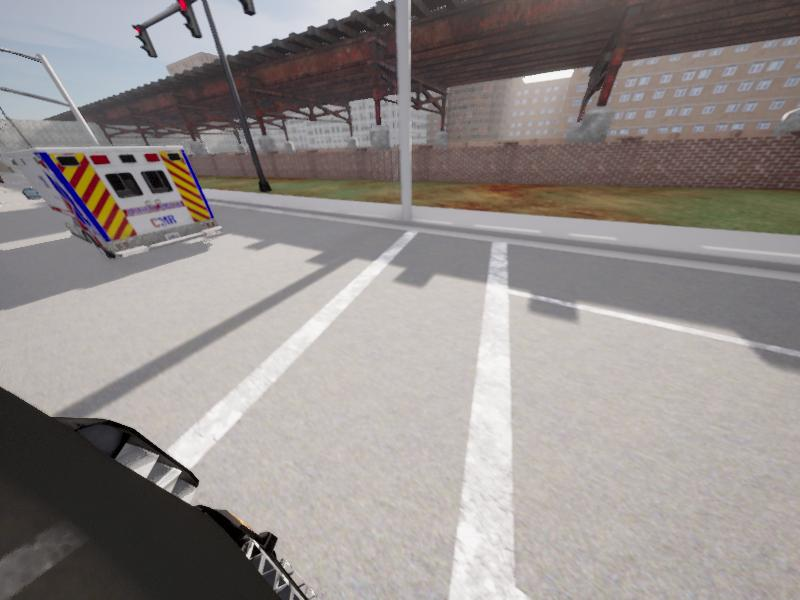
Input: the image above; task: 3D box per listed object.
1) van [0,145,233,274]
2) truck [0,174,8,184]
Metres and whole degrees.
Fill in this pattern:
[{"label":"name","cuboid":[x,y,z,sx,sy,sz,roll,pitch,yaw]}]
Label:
[{"label":"van","cuboid":[-8.414,-2.973,6.831,6.366,2.431,2.351,16,38,26]},{"label":"truck","cuboid":[-55.246,-17.102,29.674,8.468,3.827,2.891,16,38,25]}]
